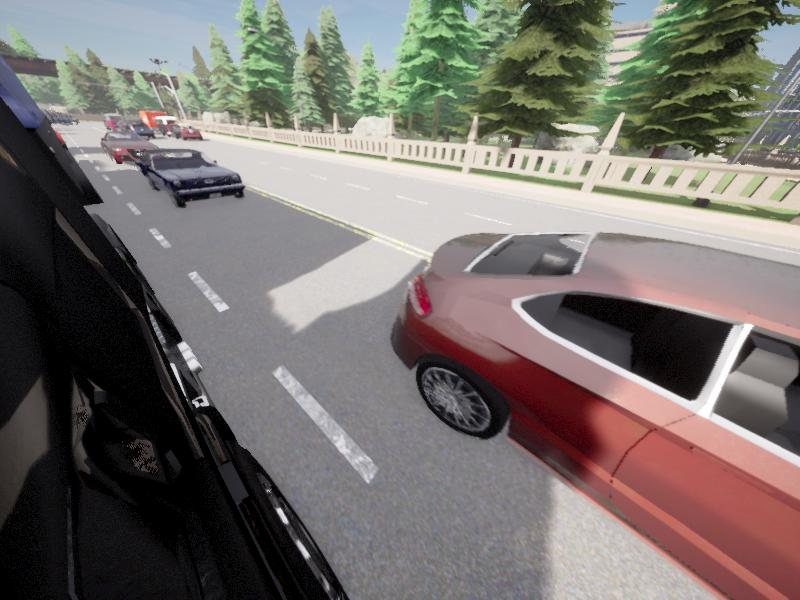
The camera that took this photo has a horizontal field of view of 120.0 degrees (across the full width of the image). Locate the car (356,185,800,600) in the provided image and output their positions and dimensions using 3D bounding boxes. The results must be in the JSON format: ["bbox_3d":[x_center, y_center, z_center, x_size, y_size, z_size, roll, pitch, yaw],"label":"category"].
[{"bbox_3d":[2.271,0.674,1.567,5.027,1.651,2.152,28,44,30],"label":"car"}]

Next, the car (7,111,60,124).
[{"bbox_3d":[-65.706,-32.801,41.559,2.033,1.649,4.856,28,44,30],"label":"car"}]

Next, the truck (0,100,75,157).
[{"bbox_3d":[-22.806,-10.410,13.928,5.204,2.467,2.627,28,44,30],"label":"truck"}]

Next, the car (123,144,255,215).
[{"bbox_3d":[-7.160,-4.261,7.775,4.718,1.301,1.895,28,44,30],"label":"car"}]

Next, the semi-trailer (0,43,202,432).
[{"bbox_3d":[-8.695,-3.619,4.214,14.254,4.402,2.717,28,44,30],"label":"semi-trailer"}]

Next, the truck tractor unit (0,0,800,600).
[{"bbox_3d":[-2.645,-0.295,0.351,6.516,4.208,3.053,28,44,30],"label":"truck tractor unit"}]

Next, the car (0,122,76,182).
[{"bbox_3d":[-16.096,-6.456,9.827,5.238,1.638,1.930,28,44,30],"label":"car"}]

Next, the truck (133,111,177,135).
[{"bbox_3d":[-34.115,-24.729,32.234,5.204,2.467,2.627,28,44,30],"label":"truck"}]

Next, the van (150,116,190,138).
[{"bbox_3d":[-28.817,-21.703,28.919,4.480,2.038,2.069,28,44,30],"label":"van"}]

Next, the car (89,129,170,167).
[{"bbox_3d":[-15.091,-8.550,12.893,4.181,1.385,1.994,28,43,29],"label":"car"}]

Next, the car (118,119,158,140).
[{"bbox_3d":[-28.599,-18.662,25.248,3.988,1.617,1.851,28,44,30],"label":"car"}]

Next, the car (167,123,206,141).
[{"bbox_3d":[-24.049,-18.909,25.990,3.806,1.475,1.970,28,44,29],"label":"car"}]

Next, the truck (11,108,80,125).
[{"bbox_3d":[-61.991,-32.245,40.677,2.390,2.098,6.274,28,44,30],"label":"truck"}]

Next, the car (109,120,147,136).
[{"bbox_3d":[-33.773,-21.356,28.664,5.357,1.411,2.033,28,44,30],"label":"car"}]

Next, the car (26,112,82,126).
[{"bbox_3d":[-58.910,-30.896,39.486,2.152,1.651,5.027,28,44,30],"label":"car"}]

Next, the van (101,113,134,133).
[{"bbox_3d":[-39.195,-24.512,32.008,4.442,1.987,1.775,28,44,30],"label":"van"}]
